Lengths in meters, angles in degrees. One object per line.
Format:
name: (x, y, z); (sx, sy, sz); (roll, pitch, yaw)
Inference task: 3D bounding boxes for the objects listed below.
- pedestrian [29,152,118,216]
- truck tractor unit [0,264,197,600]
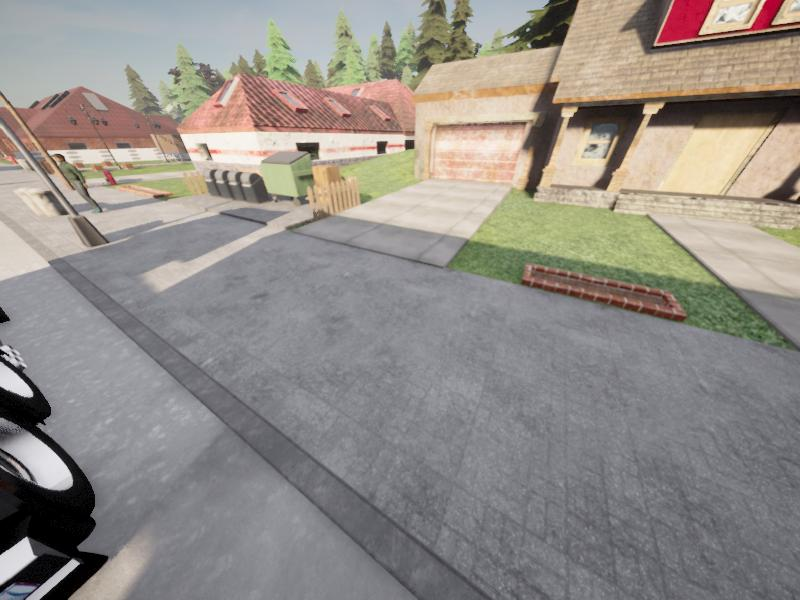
pedestrian: (-11.030, -3.958, 7.908); (0.751, 1.860, 0.751); (9, 36, 13)
truck tractor unit: (-5.111, -0.301, 0.778); (6.516, 4.208, 3.053); (18, 39, 24)
